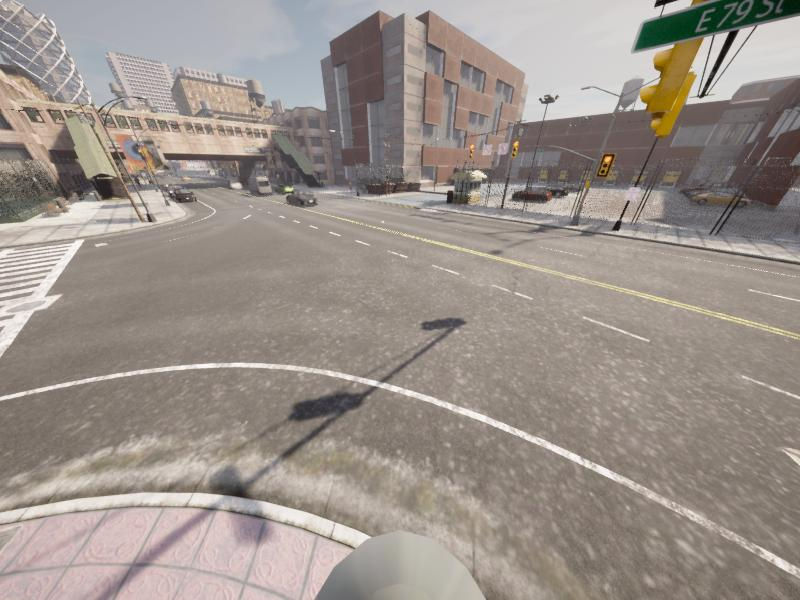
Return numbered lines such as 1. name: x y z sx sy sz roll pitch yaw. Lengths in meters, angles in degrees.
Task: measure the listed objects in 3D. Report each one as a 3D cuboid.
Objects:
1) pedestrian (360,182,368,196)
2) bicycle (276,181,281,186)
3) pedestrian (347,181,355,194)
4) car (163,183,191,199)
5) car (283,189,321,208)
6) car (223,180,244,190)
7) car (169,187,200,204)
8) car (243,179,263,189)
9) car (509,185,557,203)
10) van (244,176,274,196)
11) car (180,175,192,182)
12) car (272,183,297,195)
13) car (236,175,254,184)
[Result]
1. pedestrian: -5.432 -16.828 34.938 0.751 1.860 0.751 -25 38 -36
2. bicycle: -27.647 -26.484 52.524 1.643 1.024 0.373 27 29 38
3. pedestrian: -8.066 -18.505 37.843 0.751 1.860 0.751 -23 37 -34
4. car: -33.366 -16.355 34.546 2.185 1.767 4.553 -27 39 -38
5. car: -12.119 -12.576 28.419 2.152 1.651 5.027 -26 39 -37
6. car: -34.757 -24.095 48.203 2.242 1.667 4.611 -26 39 -37
7. car: -28.751 -14.010 30.735 2.097 1.535 5.008 -27 39 -38
8. car: -31.802 -25.136 49.896 2.033 1.649 4.856 -26 39 -37
9. car: 17.025 -13.733 29.804 2.185 1.767 4.553 -27 39 -38
10. van: -23.042 -18.620 37.674 1.988 2.561 5.915 -26 39 -37
11. car: -66.681 -37.849 72.020 1.801 1.575 5.366 -26 39 -38
12. car: -19.673 -18.913 39.310 2.007 1.525 4.514 -26 39 -37
13. car: -42.132 -32.797 62.773 2.435 2.045 5.566 -27 39 -38
